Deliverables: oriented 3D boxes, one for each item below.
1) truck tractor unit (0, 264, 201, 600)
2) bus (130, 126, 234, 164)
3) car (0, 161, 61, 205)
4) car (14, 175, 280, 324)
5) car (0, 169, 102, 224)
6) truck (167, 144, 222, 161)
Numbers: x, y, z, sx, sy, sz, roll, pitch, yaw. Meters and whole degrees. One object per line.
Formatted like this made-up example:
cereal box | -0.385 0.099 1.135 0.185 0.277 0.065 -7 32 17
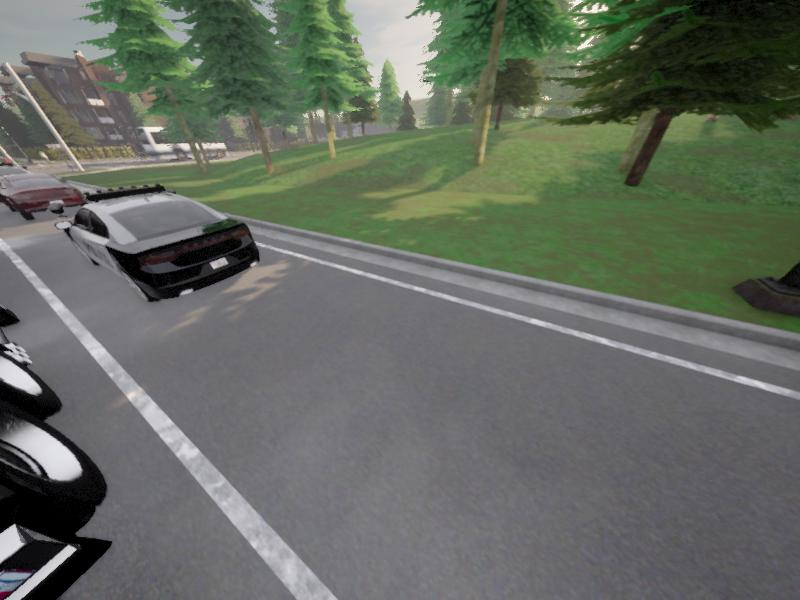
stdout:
truck tractor unit | -5.181 -0.212 0.779 6.516 4.208 3.053 16 42 25
bus | -33.134 -24.207 36.025 3.944 4.253 10.273 17 39 24
car | -21.314 -6.509 12.585 5.238 1.638 1.930 17 39 25
car | -5.343 -1.499 4.918 5.238 1.638 1.930 18 39 25
car | -14.919 -4.418 9.566 4.674 1.442 1.812 17 39 25
truck | -34.959 -25.369 39.628 2.390 2.098 6.274 17 39 24
